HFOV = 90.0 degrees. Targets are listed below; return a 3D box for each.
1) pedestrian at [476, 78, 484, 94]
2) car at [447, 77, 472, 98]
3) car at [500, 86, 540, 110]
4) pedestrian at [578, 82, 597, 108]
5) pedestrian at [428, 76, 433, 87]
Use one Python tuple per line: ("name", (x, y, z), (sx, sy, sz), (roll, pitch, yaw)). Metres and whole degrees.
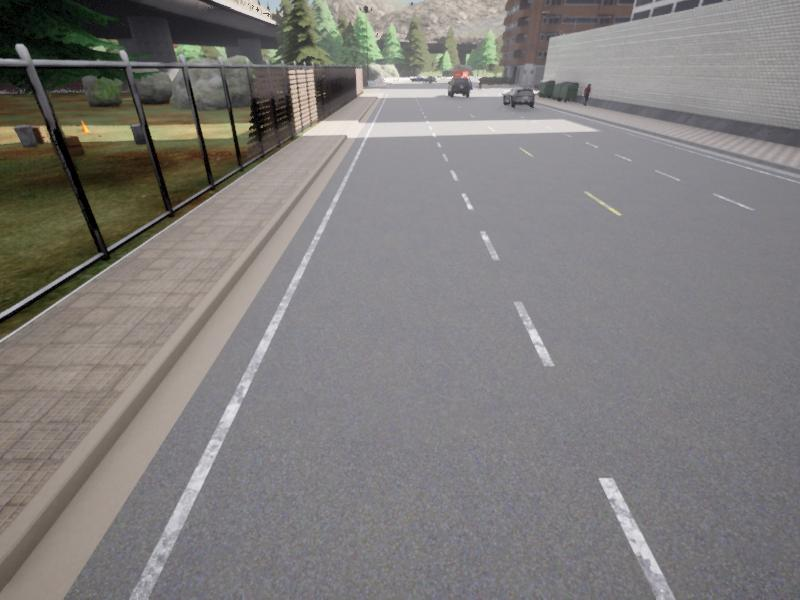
("pedestrian", (11.092, -29.715, 55.514), (0.751, 1.860, 0.751), (12, 32, 20))
("car", (7.085, -25.669, 48.300), (2.150, 2.045, 5.566), (0, 30, 0))
("car", (10.564, -18.050, 35.580), (2.033, 1.649, 4.856), (0, 30, 0))
("pedestrian", (15.682, -17.203, 33.537), (0.751, 1.860, 0.751), (-10, 32, -17))
("pedestrian", (5.598, -39.898, 73.015), (0.751, 1.860, 0.751), (-3, 30, -5))
